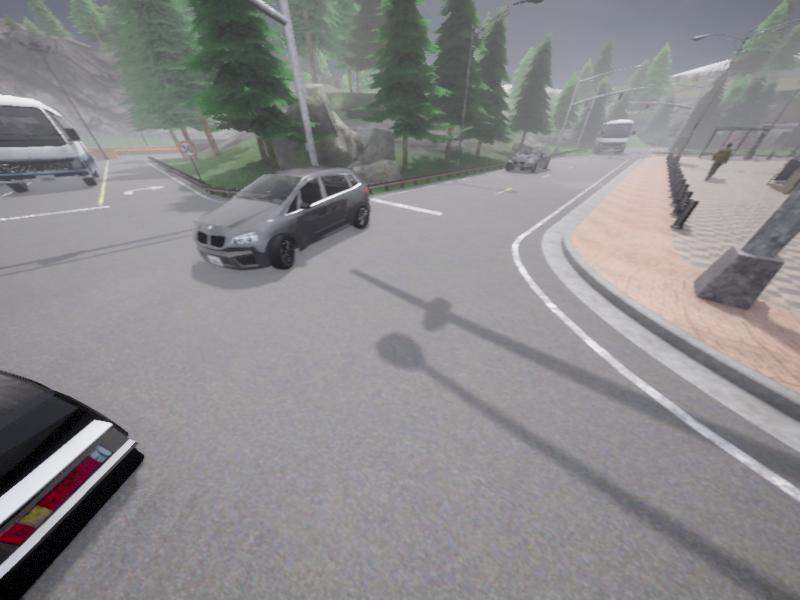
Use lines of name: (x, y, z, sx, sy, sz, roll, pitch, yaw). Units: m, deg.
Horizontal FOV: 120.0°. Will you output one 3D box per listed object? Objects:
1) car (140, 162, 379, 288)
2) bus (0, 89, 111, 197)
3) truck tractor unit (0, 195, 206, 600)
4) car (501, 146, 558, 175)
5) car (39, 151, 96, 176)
car: (-2.689, -2.383, 5.959, 2.242, 1.667, 4.611, 15, 38, 21)
bus: (-22.345, -9.700, 14.391, 10.273, 4.253, 3.944, 29, 45, 35)
truck tractor unit: (-5.355, 0.126, 0.173, 6.516, 4.208, 3.053, 4, 35, 5)
car: (10.333, -11.221, 18.400, 2.242, 1.667, 4.611, 28, 44, 34)
car: (-28.897, -12.103, 20.287, 4.902, 1.511, 2.128, 29, 45, 35)
